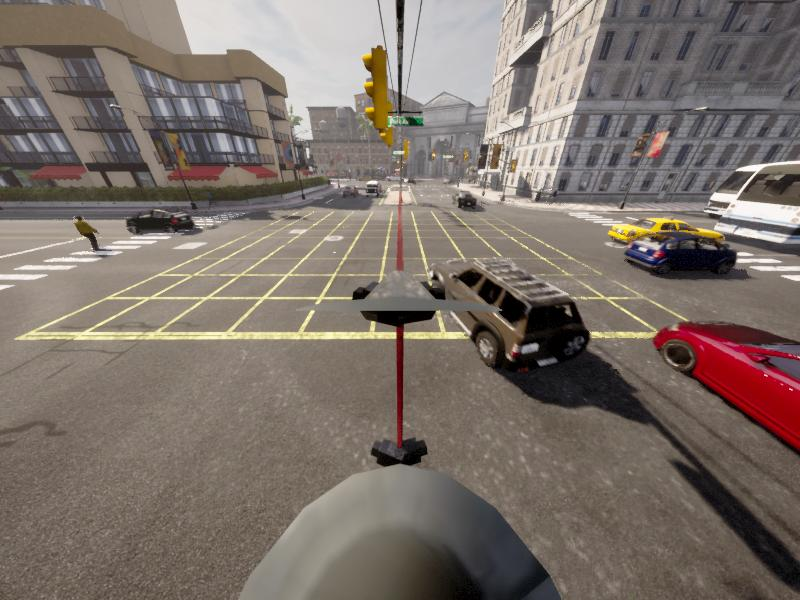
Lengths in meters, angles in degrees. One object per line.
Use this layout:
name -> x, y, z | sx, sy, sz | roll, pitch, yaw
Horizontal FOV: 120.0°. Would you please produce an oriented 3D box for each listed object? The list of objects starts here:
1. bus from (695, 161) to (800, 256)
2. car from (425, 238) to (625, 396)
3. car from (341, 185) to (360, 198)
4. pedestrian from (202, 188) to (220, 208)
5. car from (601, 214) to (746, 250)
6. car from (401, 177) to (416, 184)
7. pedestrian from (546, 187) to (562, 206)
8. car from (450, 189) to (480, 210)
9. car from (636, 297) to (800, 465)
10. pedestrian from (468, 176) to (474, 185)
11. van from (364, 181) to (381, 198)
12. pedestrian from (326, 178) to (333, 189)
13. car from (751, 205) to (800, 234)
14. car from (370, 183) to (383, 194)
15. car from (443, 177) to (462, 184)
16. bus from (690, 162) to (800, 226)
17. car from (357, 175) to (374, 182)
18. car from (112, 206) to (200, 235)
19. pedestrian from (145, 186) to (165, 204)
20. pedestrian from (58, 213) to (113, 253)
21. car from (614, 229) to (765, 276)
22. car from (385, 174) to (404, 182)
bus -> 24.817, -5.130, 12.639 | 10.273, 4.253, 3.944 | 0, 30, 0
car -> 2.502, -0.116, 6.333 | 1.932, 1.855, 4.605 | -7, 31, -15
car -> -7.682, -17.137, 36.245 | 1.812, 1.442, 4.674 | 0, 30, 0
pedestrian -> -20.103, -10.854, 24.592 | 0.751, 1.860, 0.751 | -10, 31, -16
car -> 15.311, -3.961, 13.285 | 5.366, 1.575, 1.801 | 2, 30, 3
car -> 2.185, -33.117, 63.831 | 2.038, 1.542, 4.974 | -14, 34, -23
pedestrian -> 17.114, -11.482, 25.680 | 0.751, 1.860, 0.751 | -6, 31, -11
car -> 7.286, -11.633, 26.513 | 1.930, 1.638, 5.238 | 0, 30, 0
car -> 7.217, 1.568, 3.923 | 1.994, 1.385, 4.181 | 0, 30, 0
pedestrian -> 16.999, -28.503, 55.160 | 0.751, 1.860, 0.751 | -5, 30, -8
van -> -4.179, -17.084, 35.556 | 2.069, 2.038, 4.480 | 0, 30, 0
pedestrian -> -14.156, -23.399, 46.321 | 0.751, 1.860, 0.751 | 4, 30, 8
car -> 28.522, -5.679, 16.236 | 3.988, 1.617, 1.851 | 0, 30, 0
car -> -4.167, -20.061, 41.308 | 1.812, 1.442, 4.674 | 0, 30, 0
car -> 14.049, -32.047, 61.890 | 5.027, 1.651, 2.152 | -20, 36, -31
bus -> 31.816, -8.515, 18.502 | 10.273, 4.253, 3.944 | 0, 30, 0
car -> -10.296, -36.505, 69.359 | 4.605, 1.855, 1.932 | 5, 30, 9
car -> -16.809, -5.589, 16.139 | 3.705, 1.549, 1.789 | 0, 30, 0
pedestrian -> -28.789, -12.343, 27.171 | 0.751, 1.860, 0.751 | -1, 30, -1
pedestrian -> -16.451, -3.502, 12.162 | 0.751, 1.860, 0.751 | -6, 30, -10
car -> 12.340, -2.134, 10.145 | 3.705, 1.549, 1.789 | 0, 30, 0
car -> -1.605, -36.694, 69.523 | 5.566, 2.045, 2.150 | 0, 30, 1
